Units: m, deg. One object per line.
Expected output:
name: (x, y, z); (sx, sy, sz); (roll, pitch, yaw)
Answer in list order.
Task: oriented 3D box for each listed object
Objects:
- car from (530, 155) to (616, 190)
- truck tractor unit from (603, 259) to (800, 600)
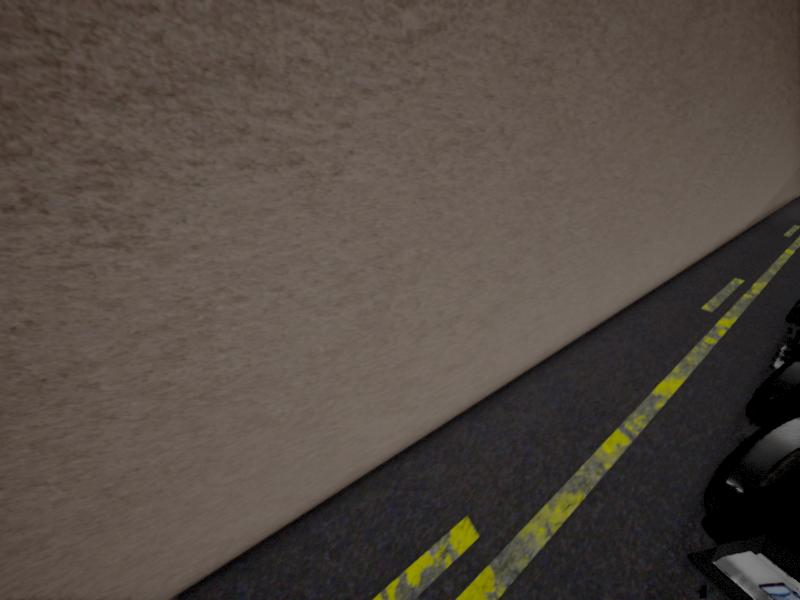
car: (10.560, -7.903, 14.138); (4.514, 1.525, 2.007); (-18, 39, -24)
truck tractor unit: (5.100, -0.310, 0.799); (6.516, 4.208, 3.053); (-19, 39, -25)
